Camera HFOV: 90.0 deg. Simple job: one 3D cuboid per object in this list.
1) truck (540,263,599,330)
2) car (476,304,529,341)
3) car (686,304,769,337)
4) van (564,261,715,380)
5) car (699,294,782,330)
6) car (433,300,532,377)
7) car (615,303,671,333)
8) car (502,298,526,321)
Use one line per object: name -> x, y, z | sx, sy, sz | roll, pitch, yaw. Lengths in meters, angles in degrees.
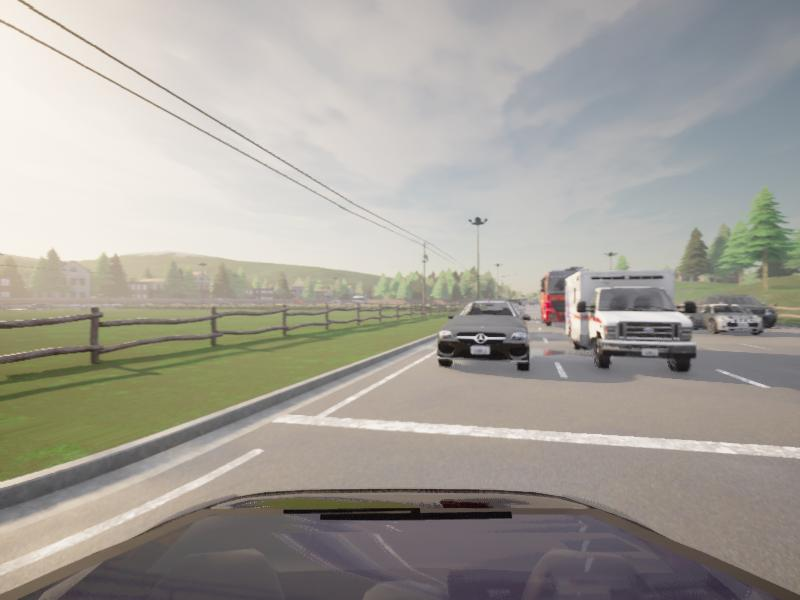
truck -> 11.233, -0.200, 27.257 | 2.891, 3.827, 8.468 | 0, 0, 17
car -> 5.004, 0.936, 19.120 | 2.163, 1.488, 4.792 | 0, 0, 18
car -> 16.360, 0.947, 20.226 | 1.970, 1.475, 3.806 | 0, 0, 17
van -> 6.297, 0.432, 11.591 | 2.351, 2.431, 6.366 | 0, 0, 17
car -> 21.870, 0.688, 26.059 | 2.150, 2.045, 5.566 | 0, 0, 17
car -> 2.518, 0.833, 11.216 | 2.152, 1.651, 5.027 | 0, 0, 17
car -> 13.303, 0.927, 22.172 | 1.845, 1.501, 3.633 | 0, 0, 17
car -> 10.152, 0.810, 35.454 | 1.932, 1.855, 4.605 | 0, -1, 18
